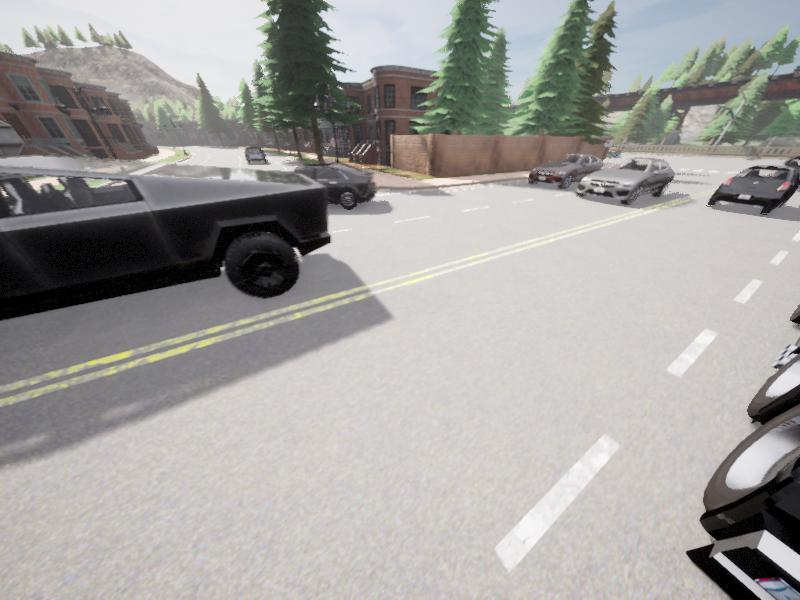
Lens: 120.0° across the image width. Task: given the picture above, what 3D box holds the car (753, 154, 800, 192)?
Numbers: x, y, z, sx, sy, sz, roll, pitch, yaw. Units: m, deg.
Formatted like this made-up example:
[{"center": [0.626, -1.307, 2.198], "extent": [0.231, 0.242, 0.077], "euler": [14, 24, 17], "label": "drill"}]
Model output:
[{"center": [23.197, -7.430, 13.439], "extent": [3.988, 1.617, 1.851], "euler": [-18, 39, -24], "label": "car"}]

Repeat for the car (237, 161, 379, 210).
[{"center": [-3.402, -4.738, 9.475], "extent": [4.892, 1.490, 1.837], "euler": [0, 37, 1], "label": "car"}]

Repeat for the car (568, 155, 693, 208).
[{"center": [10.775, -5.694, 10.843], "extent": [5.027, 1.651, 2.152], "euler": [-18, 39, -24], "label": "car"}]

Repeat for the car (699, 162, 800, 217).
[{"center": [14.625, -4.606, 9.384], "extent": [3.633, 1.501, 1.845], "euler": [-18, 39, -25], "label": "car"}]

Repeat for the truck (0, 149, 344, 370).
[{"center": [-4.406, -0.940, 3.487], "extent": [6.274, 2.098, 2.390], "euler": [-18, 39, -24], "label": "truck"}]

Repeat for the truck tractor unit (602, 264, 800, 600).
[{"center": [5.109, -0.303, 0.783], "extent": [6.516, 4.208, 3.053], "euler": [-18, 39, -24], "label": "truck tractor unit"}]

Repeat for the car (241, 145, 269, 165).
[{"center": [-16.109, -16.219, 25.689], "extent": [2.033, 1.649, 4.856], "euler": [-17, 38, -23], "label": "car"}]

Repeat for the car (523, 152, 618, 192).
[{"center": [10.191, -7.813, 13.882], "extent": [5.027, 1.651, 2.152], "euler": [-18, 39, -24], "label": "car"}]
